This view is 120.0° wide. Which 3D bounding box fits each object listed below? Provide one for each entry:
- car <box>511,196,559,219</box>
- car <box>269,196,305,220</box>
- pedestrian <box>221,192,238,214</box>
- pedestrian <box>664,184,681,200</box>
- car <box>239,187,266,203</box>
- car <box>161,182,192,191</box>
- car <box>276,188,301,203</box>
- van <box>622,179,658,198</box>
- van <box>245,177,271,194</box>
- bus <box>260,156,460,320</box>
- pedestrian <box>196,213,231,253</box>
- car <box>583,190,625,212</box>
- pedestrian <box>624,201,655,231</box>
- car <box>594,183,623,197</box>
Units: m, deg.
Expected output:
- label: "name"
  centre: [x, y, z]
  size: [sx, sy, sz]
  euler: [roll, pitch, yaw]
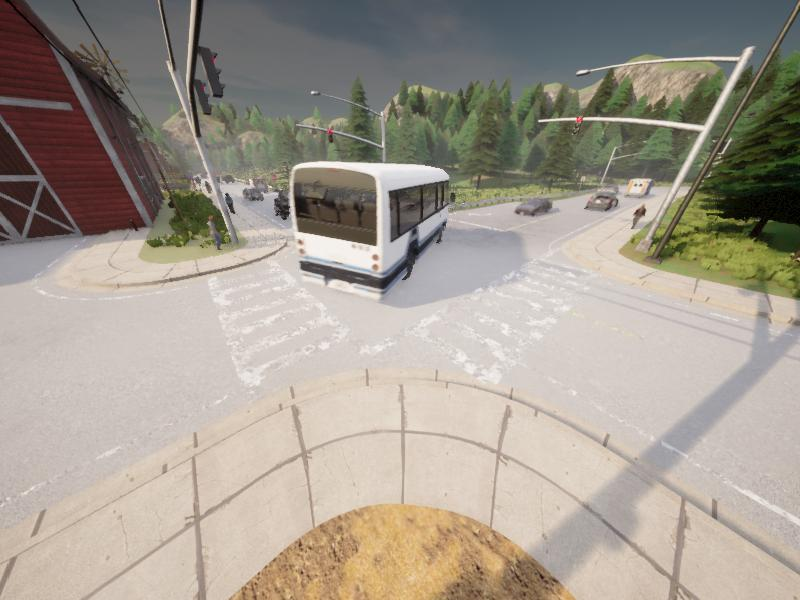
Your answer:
- label: "car"
  centre: [13.556, -9.383, 23.153]
  size: [5.357, 1.411, 2.033]
  euler: [-23, 37, -34]
- label: "car"
  centre: [-10.908, -8.923, 22.250]
  size: [1.789, 1.549, 3.705]
  euler: [-22, 37, -33]
- label: "pedestrian"
  centre: [-16.626, -9.472, 22.540]
  size: [0.751, 1.860, 0.751]
  euler: [-23, 37, -34]
- label: "pedestrian"
  centre: [37.369, -14.786, 31.691]
  size: [0.751, 1.860, 0.751]
  euler: [-19, 35, -29]
- label: "car"
  centre: [-20.970, -15.003, 32.823]
  size: [2.128, 1.511, 4.902]
  euler: [-22, 37, -33]
- label: "car"
  centre: [-45.296, -23.088, 46.969]
  size: [4.181, 1.385, 1.994]
  euler: [-19, 35, -30]
- label: "car"
  centre: [-15.390, -14.380, 31.725]
  size: [1.845, 1.501, 3.633]
  euler: [-22, 37, -33]
- label: "van"
  centre: [38.477, -17.941, 36.943]
  size: [6.366, 2.431, 2.351]
  euler: [-22, 36, -33]
- label: "van"
  centre: [-26.729, -21.642, 43.405]
  size: [2.351, 2.431, 6.366]
  euler: [-22, 37, -33]
- label: "bus"
  centre: [-0.266, -4.003, 10.994]
  size: [3.944, 4.253, 10.273]
  euler: [14, 32, 16]
- label: "pedestrian"
  centre: [-9.849, -3.556, 12.242]
  size: [0.751, 1.860, 0.751]
  euler: [26, 39, 37]
- label: "car"
  centre: [23.050, -11.259, 26.126]
  size: [4.611, 1.667, 2.242]
  euler: [-23, 37, -34]
- label: "pedestrian"
  centre: [16.961, -5.953, 16.392]
  size: [0.751, 1.860, 0.751]
  euler: [-18, 35, -29]
- label: "car"
  centre: [34.547, -18.297, 38.314]
  size: [4.611, 1.667, 2.242]
  euler: [-22, 37, -33]
